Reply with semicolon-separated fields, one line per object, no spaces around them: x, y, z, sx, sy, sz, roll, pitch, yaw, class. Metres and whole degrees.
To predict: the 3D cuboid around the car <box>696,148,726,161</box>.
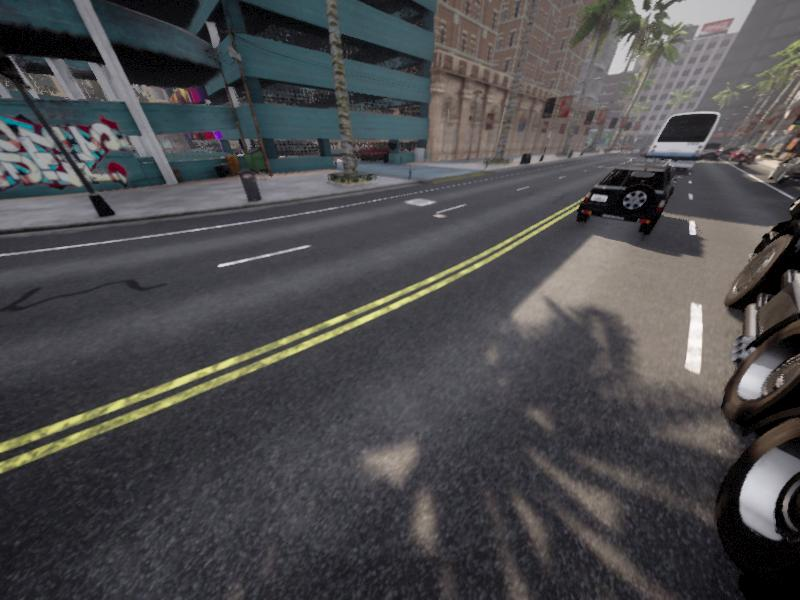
46.444;-21.860;34.630;4.974;1.542;2.038;-29;44;-35;car

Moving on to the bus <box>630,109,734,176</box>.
26.417;-14.850;22.001;10.273;4.253;3.944;-29;44;-35;bus

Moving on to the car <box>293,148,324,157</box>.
-16.556;-26.900;42.059;4.718;1.301;1.895;-29;44;-35;car

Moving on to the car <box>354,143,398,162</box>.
-3.097;-20.089;31.310;5.566;2.045;2.435;-29;44;-35;car

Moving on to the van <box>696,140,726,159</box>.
51.875;-25.224;38.652;5.915;2.561;1.988;-28;43;-34;van

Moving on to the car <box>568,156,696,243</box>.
7.806;-3.631;7.724;4.605;1.855;1.932;-28;43;-34;car

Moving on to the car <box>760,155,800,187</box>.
26.605;-8.554;15.199;4.892;1.521;2.231;-29;44;-35;car

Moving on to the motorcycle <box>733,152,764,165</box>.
42.305;-17.151;28.025;2.356;1.277;0.764;-8;35;-12;motorcycle

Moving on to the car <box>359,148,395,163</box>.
-3.054;-19.788;31.565;4.514;1.523;2.007;-29;44;-35;car

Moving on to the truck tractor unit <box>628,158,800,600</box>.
4.918;-0.457;1.013;6.516;4.208;3.053;-25;42;-32;truck tractor unit

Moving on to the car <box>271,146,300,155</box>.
-24.322;-31.806;49.156;4.786;1.482;2.161;-29;44;-35;car

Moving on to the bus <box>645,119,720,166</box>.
35.482;-19.826;29.261;10.273;4.253;3.944;-29;44;-35;bus

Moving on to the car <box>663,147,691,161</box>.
42.726;-22.623;35.670;5.027;1.651;2.152;-29;44;-35;car

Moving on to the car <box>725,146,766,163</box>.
47.688;-20.220;32.002;4.553;1.767;2.185;-29;44;-35;car
